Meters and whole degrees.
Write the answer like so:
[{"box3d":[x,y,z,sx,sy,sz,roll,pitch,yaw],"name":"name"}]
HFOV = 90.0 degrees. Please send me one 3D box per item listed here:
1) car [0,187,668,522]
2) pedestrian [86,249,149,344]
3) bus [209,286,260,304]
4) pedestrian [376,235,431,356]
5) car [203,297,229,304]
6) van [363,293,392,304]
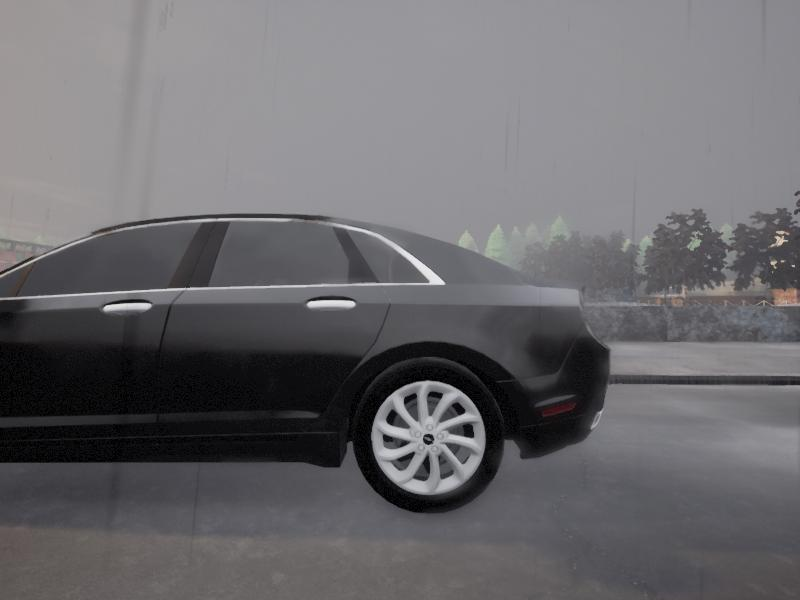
[{"box3d":[-1.222,0.244,2.779,4.892,1.490,1.837,0,0,2],"name":"car"},{"box3d":[-5.757,-0.067,8.179,0.751,1.860,0.751,0,0,2],"name":"pedestrian"},{"box3d":[-38.890,-1.139,94.360,10.273,4.253,3.944,0,0,2],"name":"bus"},{"box3d":[0.079,-0.067,6.592,0.751,1.860,0.751,0,0,14],"name":"pedestrian"},{"box3d":[-41.544,0.196,90.565,4.974,1.542,2.038,0,0,2],"name":"car"},{"box3d":[-4.985,-0.227,89.363,6.366,2.431,2.351,0,0,2],"name":"van"}]
